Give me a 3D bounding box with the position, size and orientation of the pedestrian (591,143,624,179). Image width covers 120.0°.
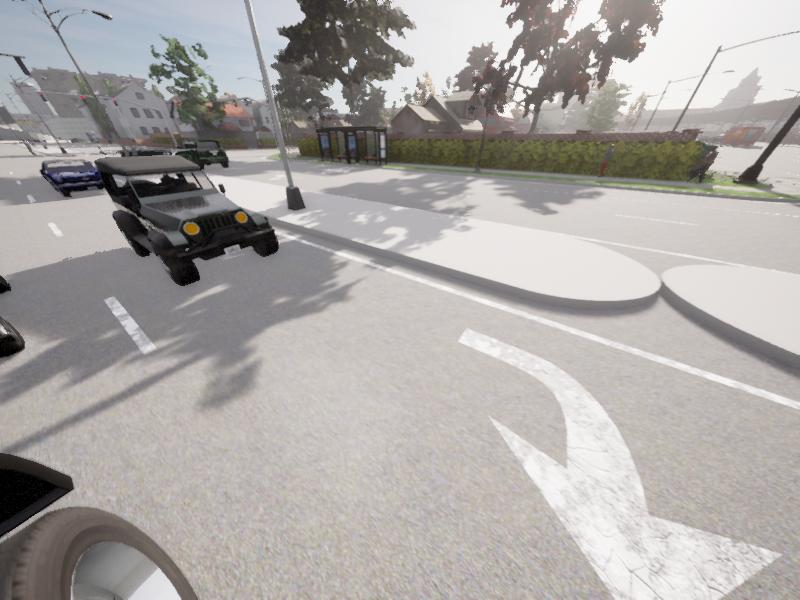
[{"bbox_3d":[12.696,-8.546,14.200,0.751,1.860,0.751,19,39,25],"label":"pedestrian"}]

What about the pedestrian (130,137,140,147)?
[{"bbox_3d":[-61.799,-36.878,53.825,0.751,1.860,0.751,22,41,28],"label":"pedestrian"}]

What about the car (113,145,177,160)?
[{"bbox_3d":[-30.301,-17.687,27.640,1.895,1.301,4.718,22,41,28],"label":"car"}]

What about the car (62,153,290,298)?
[{"bbox_3d":[-4.617,-1.901,4.925,3.866,1.878,1.905,22,40,27],"label":"car"}]

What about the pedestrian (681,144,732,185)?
[{"bbox_3d":[16.500,-7.337,12.514,0.751,1.860,0.751,20,40,26],"label":"pedestrian"}]

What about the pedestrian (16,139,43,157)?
[{"bbox_3d":[-45.662,-18.737,28.485,0.751,1.860,0.751,-22,41,-29],"label":"pedestrian"}]

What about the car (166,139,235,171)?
[{"bbox_3d":[-16.852,-12.362,19.537,5.566,2.045,2.150,22,40,27],"label":"car"}]

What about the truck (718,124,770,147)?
[{"bbox_3d":[73.244,-35.309,49.542,2.891,3.827,8.468,22,42,27],"label":"truck"}]

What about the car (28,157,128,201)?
[{"bbox_3d":[-15.531,-5.961,11.122,4.718,1.301,1.895,22,40,27],"label":"car"}]

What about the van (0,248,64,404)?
[{"bbox_3d":[-6.287,-0.190,2.374,4.480,2.038,2.069,21,40,27],"label":"van"}]

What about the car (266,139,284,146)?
[{"bbox_3d":[-30.713,-38.713,56.703,3.806,1.475,1.970,22,40,27],"label":"car"}]

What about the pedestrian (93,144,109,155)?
[{"bbox_3d":[-41.241,-20.733,31.834,0.751,1.300,0.751,23,41,29],"label":"pedestrian"}]

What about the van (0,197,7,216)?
[{"bbox_3d":[-15.969,-4.003,7.693,4.480,2.038,2.069,22,40,27],"label":"van"}]
